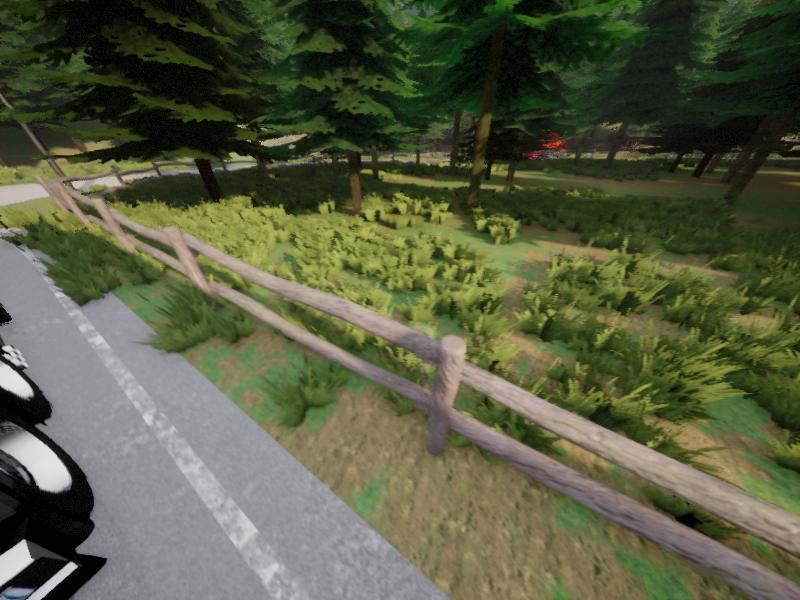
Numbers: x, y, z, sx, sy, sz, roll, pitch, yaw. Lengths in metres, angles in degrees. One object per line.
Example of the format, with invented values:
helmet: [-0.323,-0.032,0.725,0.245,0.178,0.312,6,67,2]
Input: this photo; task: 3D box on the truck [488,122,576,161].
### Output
truck: [16.175,-19.749,28.954,8.468,3.827,2.891,-2,35,-2]

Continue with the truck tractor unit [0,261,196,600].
truck tractor unit: [-5.107,-0.304,0.790,6.516,4.208,3.053,18,39,24]
